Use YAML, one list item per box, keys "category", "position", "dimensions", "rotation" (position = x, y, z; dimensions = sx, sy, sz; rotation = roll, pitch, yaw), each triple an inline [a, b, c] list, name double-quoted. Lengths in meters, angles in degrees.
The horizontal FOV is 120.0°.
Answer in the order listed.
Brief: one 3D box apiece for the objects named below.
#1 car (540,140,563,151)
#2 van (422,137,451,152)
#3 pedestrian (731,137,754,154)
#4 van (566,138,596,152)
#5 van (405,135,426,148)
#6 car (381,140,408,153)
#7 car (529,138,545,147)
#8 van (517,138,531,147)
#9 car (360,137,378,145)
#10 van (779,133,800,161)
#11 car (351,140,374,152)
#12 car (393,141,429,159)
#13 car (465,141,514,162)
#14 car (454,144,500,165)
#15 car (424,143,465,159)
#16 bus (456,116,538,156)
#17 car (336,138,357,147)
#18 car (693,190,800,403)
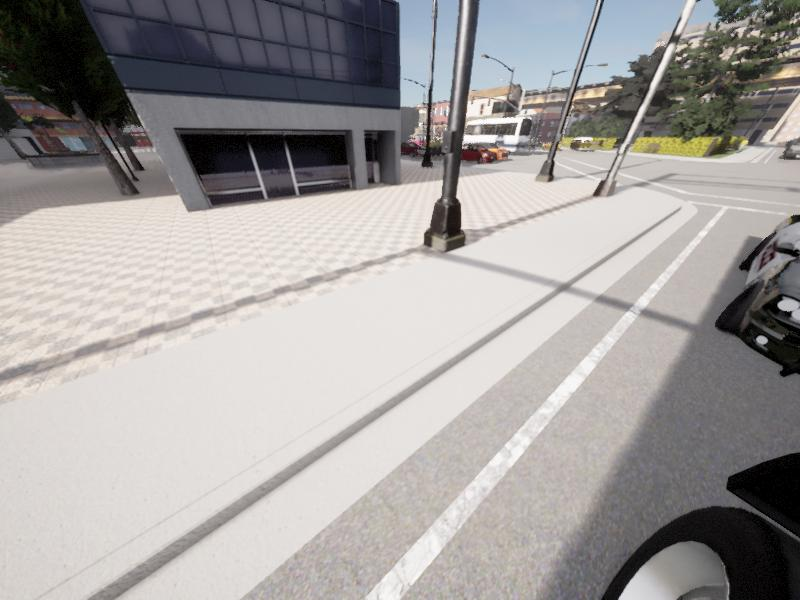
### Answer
- category: "car"
  position: [29.283, -29.975, 44.827]
  dimensions: [1.801, 1.575, 5.366]
  rotation: [5, 35, 7]
- category: "van"
  position: [6.097, -26.508, 39.287]
  dimensions: [2.069, 2.038, 4.480]
  rotation: [-23, 42, -29]
- category: "pedestrian"
  position: [46.638, -21.054, 31.484]
  dimensions: [0.751, 1.860, 0.751]
  rotation: [21, 41, 28]
- category: "van"
  position: [32.286, -27.812, 41.329]
  dimensions: [2.069, 2.038, 4.480]
  rotation: [5, 35, 7]
- category: "van"
  position: [3.070, -32.393, 47.270]
  dimensions: [1.775, 1.987, 4.442]
  rotation: [-23, 43, -29]
- category: "car"
  position: [-0.971, -25.062, 37.635]
  dimensions: [1.882, 1.535, 5.008]
  rotation: [-23, 42, -29]
- category: "car"
  position: [35.636, -41.001, 60.150]
  dimensions: [1.932, 1.855, 4.605]
  rotation: [5, 35, 7]
- category: "van"
  position: [32.043, -40.817, 59.820]
  dimensions: [1.775, 1.987, 4.442]
  rotation: [5, 35, 7]
- category: "car"
  position: [-7.530, -39.073, 56.690]
  dimensions: [2.038, 1.542, 4.974]
  rotation: [-23, 41, -29]
- category: "van"
  position: [44.047, -16.724, 25.073]
  dimensions: [5.915, 2.561, 1.988]
  rotation: [-23, 41, -29]
- category: "car"
  position: [-6.272, -25.785, 38.663]
  dimensions: [1.994, 1.385, 4.181]
  rotation: [-23, 43, -29]
- category: "car"
  position: [1.369, -19.770, 30.315]
  dimensions: [2.033, 1.649, 4.856]
  rotation: [-23, 42, -29]
- category: "car"
  position: [9.850, -16.645, 25.795]
  dimensions: [2.097, 1.767, 4.553]
  rotation: [-23, 41, -29]
- category: "car"
  position: [7.675, -14.829, 23.409]
  dimensions: [1.851, 1.617, 3.988]
  rotation: [-23, 41, -29]
- category: "car"
  position: [5.672, -19.741, 30.495]
  dimensions: [2.033, 1.411, 5.357]
  rotation: [-23, 41, -28]
- category: "bus"
  position: [13.896, -24.543, 34.740]
  dimensions: [3.944, 4.253, 10.273]
  rotation: [-23, 41, -29]
- category: "car"
  position: [-11.371, -33.388, 48.879]
  dimensions: [2.033, 1.411, 5.357]
  rotation: [-23, 42, -29]
- category: "car"
  position: [6.304, -0.308, 2.958]
  dimensions: [4.974, 1.542, 2.038]
  rotation: [-23, 41, -28]
